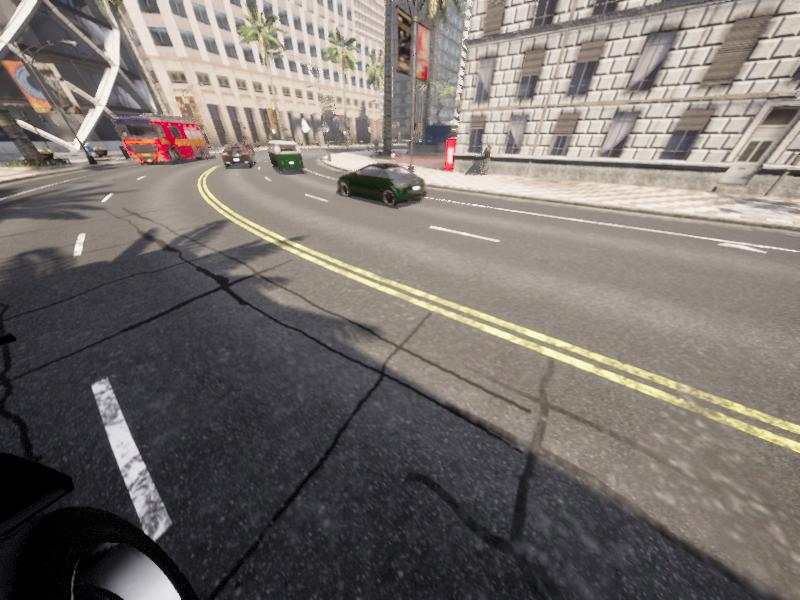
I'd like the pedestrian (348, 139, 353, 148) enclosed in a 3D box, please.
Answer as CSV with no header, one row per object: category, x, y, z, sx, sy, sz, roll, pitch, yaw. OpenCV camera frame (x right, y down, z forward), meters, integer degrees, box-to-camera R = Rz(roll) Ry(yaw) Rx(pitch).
pedestrian,-11.671,-36.961,54.602,0.751,1.860,0.751,19,39,24

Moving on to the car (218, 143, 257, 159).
car,-20.746,-19.318,29.834,2.007,1.525,4.514,-1,35,-2

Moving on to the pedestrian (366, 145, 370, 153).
pedestrian,-5.008,-23.704,36.240,0.500,1.100,0.500,7,36,9

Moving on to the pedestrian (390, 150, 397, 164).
pedestrian,-0.620,-13.285,21.491,0.500,1.100,0.500,-16,38,-21

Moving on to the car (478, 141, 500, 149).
car,21.911,-38.352,57.161,4.514,1.525,2.007,23,41,28

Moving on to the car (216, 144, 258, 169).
car,-14.777,-13.288,21.242,2.152,1.651,5.027,-14,37,-19

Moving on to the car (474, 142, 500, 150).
car,20.505,-36.394,54.489,5.357,1.411,2.033,21,40,27

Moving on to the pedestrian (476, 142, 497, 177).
pedestrian,5.485,-8.888,14.641,0.751,1.860,0.751,18,39,23

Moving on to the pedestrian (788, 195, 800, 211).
pedestrian,14.571,-3.905,7.640,0.751,1.860,0.751,20,40,26

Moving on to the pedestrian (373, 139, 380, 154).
pedestrian,-3.565,-23.200,34.877,0.751,1.860,0.751,7,36,10

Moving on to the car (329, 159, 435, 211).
car,-0.864,-5.110,9.966,4.181,1.385,1.994,27,43,32

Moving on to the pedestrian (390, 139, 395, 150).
pedestrian,-1.662,-33.483,49.745,0.751,1.860,0.751,21,40,26

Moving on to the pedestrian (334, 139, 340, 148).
pedestrian,-15.287,-37.957,55.989,0.751,1.860,0.751,20,40,26

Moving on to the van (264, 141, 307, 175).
van,-8.938,-11.140,17.922,1.775,1.987,4.442,-20,40,-26

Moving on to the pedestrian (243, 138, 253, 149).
pedestrian,-29.437,-30.353,44.829,0.751,1.860,0.751,9,36,12

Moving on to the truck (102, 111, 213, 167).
truck,-23.035,-15.929,23.015,2.891,3.827,8.468,-7,36,-10
